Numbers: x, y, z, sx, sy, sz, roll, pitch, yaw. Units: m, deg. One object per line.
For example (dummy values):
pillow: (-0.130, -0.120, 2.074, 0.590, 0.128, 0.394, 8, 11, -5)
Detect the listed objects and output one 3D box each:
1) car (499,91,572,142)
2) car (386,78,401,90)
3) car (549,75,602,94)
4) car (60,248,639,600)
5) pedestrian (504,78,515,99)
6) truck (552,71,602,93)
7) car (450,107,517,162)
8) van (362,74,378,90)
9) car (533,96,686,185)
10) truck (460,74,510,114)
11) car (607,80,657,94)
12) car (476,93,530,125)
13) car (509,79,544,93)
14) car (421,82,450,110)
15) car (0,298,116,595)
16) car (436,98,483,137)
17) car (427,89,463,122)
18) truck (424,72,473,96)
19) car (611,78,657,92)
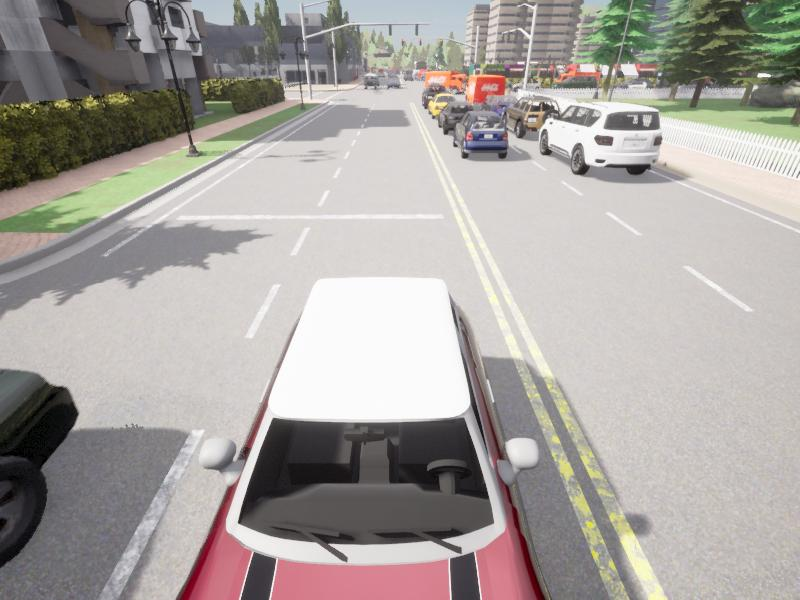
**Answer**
car: (6.584, -9.310, 20.103, 1.932, 1.855, 4.605, 0, 30, -1)
car: (-0.981, -33.706, 62.289, 2.163, 1.488, 4.792, 0, 30, -1)
car: (22.423, -27.630, 51.314, 5.566, 2.045, 2.150, -1, 30, -2)
car: (-0.172, 1.065, 2.755, 1.970, 1.475, 3.806, 0, 30, 0)
pedestrian: (11.021, -21.297, 40.302, 0.751, 1.860, 0.751, 5, 31, 8)
truck: (23.861, -29.602, 54.283, 5.204, 2.467, 2.627, -1, 30, -2)
car: (3.142, -6.677, 15.915, 1.789, 1.549, 3.705, 0, 30, -1)
van: (-4.457, -32.893, 60.344, 2.069, 2.038, 4.480, 0, 30, -1)
car: (6.668, -5.727, 13.800, 2.150, 2.045, 5.566, 0, 30, -1)
truck: (6.434, -16.073, 31.101, 2.627, 2.467, 5.204, 0, 30, -1)
car: (29.869, -27.545, 51.680, 4.974, 1.542, 2.038, -1, 30, -2)
car: (6.508, -12.431, 25.843, 2.163, 1.488, 4.792, 0, 30, -1)
car: (17.073, -29.144, 54.345, 3.988, 1.617, 1.851, 0, 30, 0)
car: (2.906, -17.075, 33.404, 1.932, 1.855, 4.605, 0, 30, -1)
car: (-3.660, 1.917, 1.212, 2.038, 1.542, 4.974, 0, 31, -1)
car: (3.066, -9.828, 21.392, 1.816, 1.474, 4.193, 0, 30, -1)
car: (2.986, -13.395, 27.396, 1.801, 1.575, 5.366, 0, 30, -1)
truck: (5.929, -26.772, 49.424, 5.204, 2.467, 2.627, 17, 34, 27)
car: (31.964, -29.400, 54.743, 4.856, 1.649, 2.033, -1, 30, -2)
